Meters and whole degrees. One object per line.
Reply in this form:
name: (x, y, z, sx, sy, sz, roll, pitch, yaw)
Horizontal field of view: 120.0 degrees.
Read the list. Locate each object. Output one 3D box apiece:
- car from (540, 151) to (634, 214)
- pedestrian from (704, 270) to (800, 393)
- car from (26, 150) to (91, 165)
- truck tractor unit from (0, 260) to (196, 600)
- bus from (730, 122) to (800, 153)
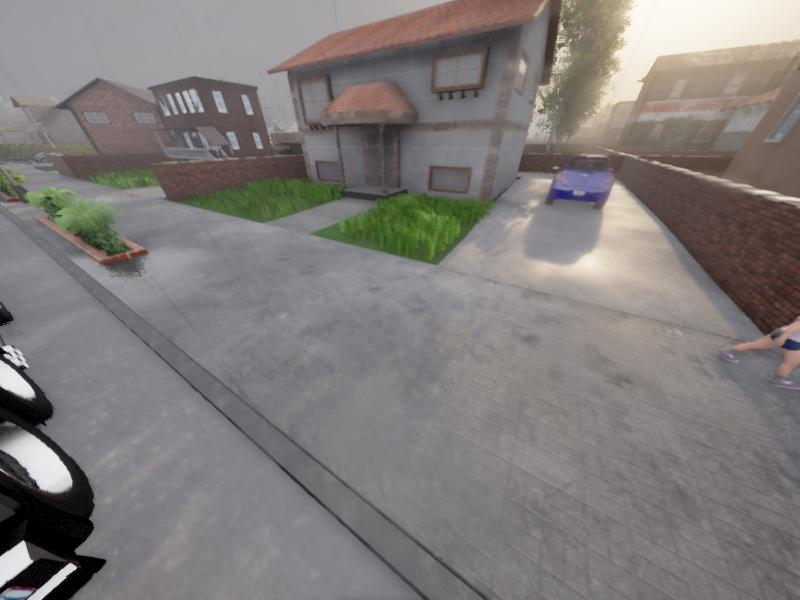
car: (6.490, -4.428, 8.370, 1.845, 1.501, 3.633, 18, 39, 25)
pedestrian: (3.936, 0.313, 2.337, 0.500, 1.100, 0.500, -18, 39, -24)
car: (-42.834, -18.002, 29.110, 1.994, 1.385, 4.181, 18, 39, 24)
truck tractor unit: (-5.105, -0.306, 0.794, 6.516, 4.208, 3.053, 19, 39, 25)
bus: (68.401, -30.086, 42.920, 3.944, 4.253, 10.273, 18, 39, 25)
